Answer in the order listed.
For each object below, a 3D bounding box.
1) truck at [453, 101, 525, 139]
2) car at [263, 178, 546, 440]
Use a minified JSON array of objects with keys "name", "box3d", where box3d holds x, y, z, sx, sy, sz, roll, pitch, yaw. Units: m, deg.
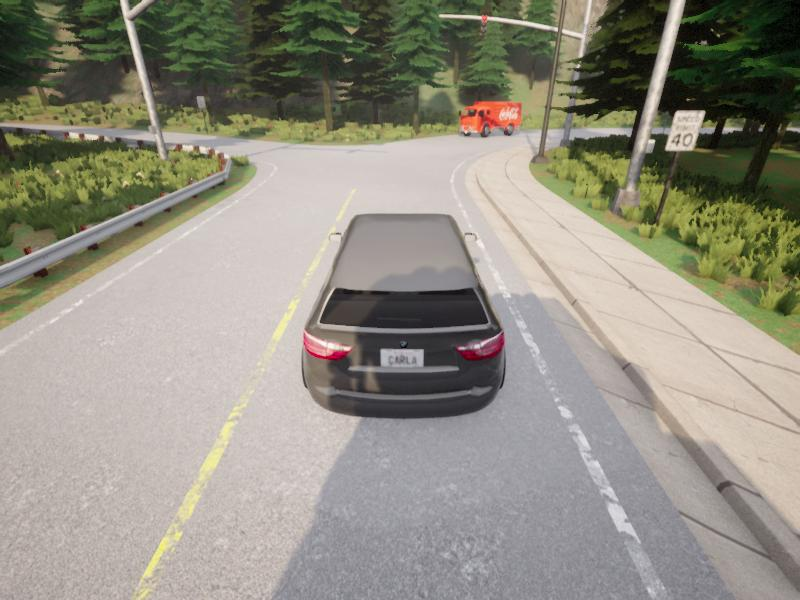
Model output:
[{"name":"truck","box3d":[7.089,-14.334,31.726,5.204,2.467,2.627,-20,33,-34]},{"name":"car","box3d":[0.042,-0.424,5.590,2.242,1.667,4.611,0,27,0]}]
